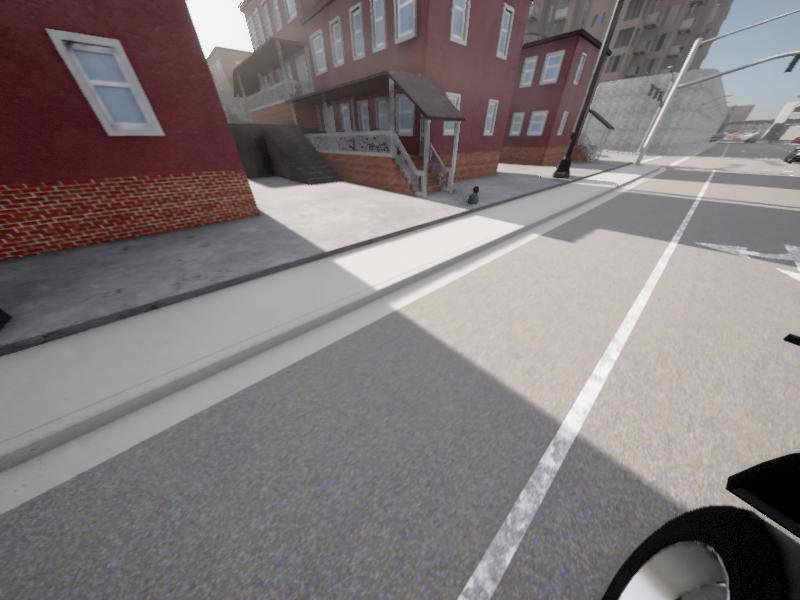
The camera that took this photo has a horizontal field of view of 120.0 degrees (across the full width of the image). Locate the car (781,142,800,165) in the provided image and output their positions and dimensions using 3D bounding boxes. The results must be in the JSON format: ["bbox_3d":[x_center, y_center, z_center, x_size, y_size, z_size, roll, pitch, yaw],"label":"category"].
[{"bbox_3d":[38.632,-13.790,21.645,4.611,1.667,2.242,-27,43,-32],"label":"car"}]

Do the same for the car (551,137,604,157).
[{"bbox_3d":[22.915,-19.957,30.004,2.033,1.649,4.856,-26,47,-32],"label":"car"}]
